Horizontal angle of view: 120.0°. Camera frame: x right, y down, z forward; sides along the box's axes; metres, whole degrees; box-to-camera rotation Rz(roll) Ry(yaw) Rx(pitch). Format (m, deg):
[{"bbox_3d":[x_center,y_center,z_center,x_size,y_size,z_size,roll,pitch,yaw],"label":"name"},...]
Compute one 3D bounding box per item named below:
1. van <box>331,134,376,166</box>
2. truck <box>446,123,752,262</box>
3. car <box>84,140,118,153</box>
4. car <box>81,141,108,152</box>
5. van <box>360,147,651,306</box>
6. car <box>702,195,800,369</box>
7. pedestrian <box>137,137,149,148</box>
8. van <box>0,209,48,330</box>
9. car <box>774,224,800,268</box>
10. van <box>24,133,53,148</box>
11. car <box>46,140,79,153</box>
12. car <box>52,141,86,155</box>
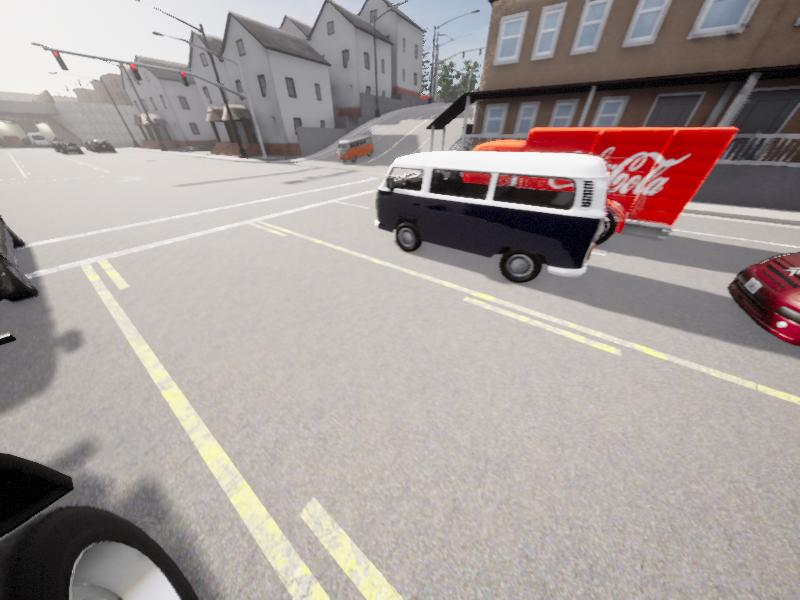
[{"bbox_3d":[-4.741,-15.934,24.434,1.775,1.987,4.442,21,49,27],"label":"van"},{"bbox_3d":[4.412,-3.376,6.591,5.204,2.467,2.627,23,41,29],"label":"truck"},{"bbox_3d":[-47.197,-24.296,36.491,4.611,1.667,2.242,22,41,28],"label":"car"},{"bbox_3d":[-52.652,-26.524,39.799,4.674,1.442,1.812,21,40,27],"label":"car"},{"bbox_3d":[1.603,-1.972,4.947,4.480,2.038,2.069,22,41,28],"label":"van"},{"bbox_3d":[6.623,0.264,2.197,3.988,1.617,1.851,22,41,28],"label":"car"},{"bbox_3d":[-53.025,-32.569,47.714,0.751,1.860,0.751,-9,36,-12],"label":"pedestrian"},{"bbox_3d":[-8.412,-1.346,3.536,5.915,2.561,1.988,22,41,28],"label":"van"},{"bbox_3d":[10.899,-0.614,3.098,5.566,2.045,2.150,22,41,28],"label":"car"},{"bbox_3d":[-78.053,-34.489,49.880,5.915,2.561,1.988,21,40,27],"label":"van"},{"bbox_3d":[-53.710,-24.493,36.737,5.238,1.638,1.930,21,40,27],"label":"car"},{"bbox_3d":[-47.917,-22.067,33.449,4.514,1.525,2.007,22,41,28],"label":"car"}]
